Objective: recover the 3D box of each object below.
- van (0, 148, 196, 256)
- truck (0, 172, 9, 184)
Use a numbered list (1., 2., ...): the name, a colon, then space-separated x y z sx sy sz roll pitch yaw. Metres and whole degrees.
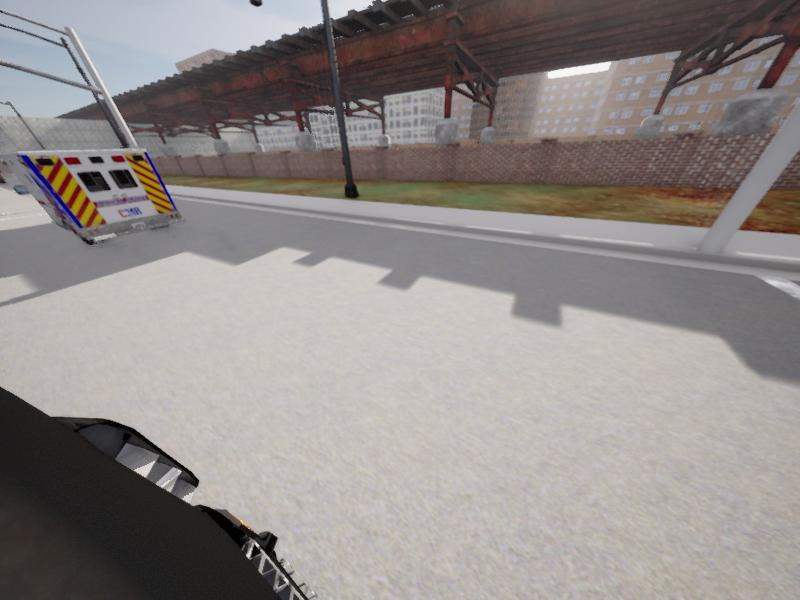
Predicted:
1. van: -10.515 -3.610 7.928 6.366 2.431 2.351 16 38 26
2. truck: -57.502 -17.811 31.110 8.468 3.827 2.891 16 38 26
